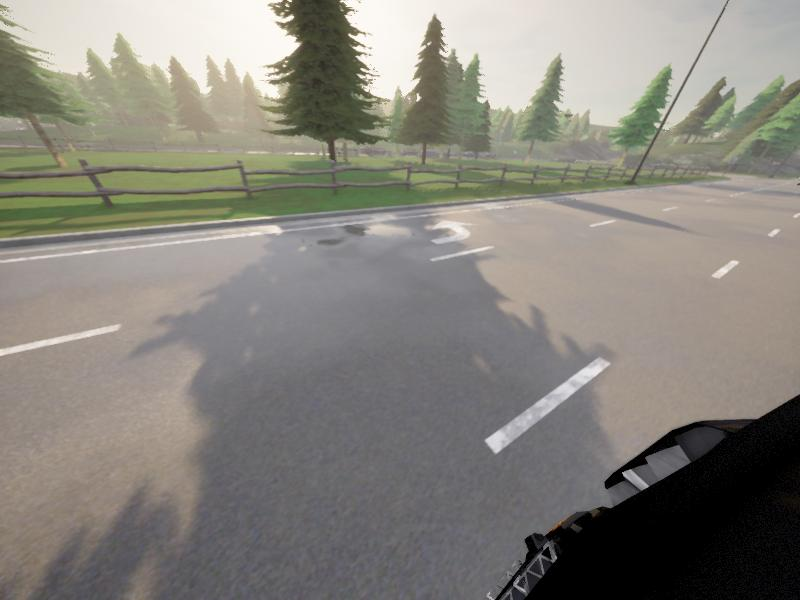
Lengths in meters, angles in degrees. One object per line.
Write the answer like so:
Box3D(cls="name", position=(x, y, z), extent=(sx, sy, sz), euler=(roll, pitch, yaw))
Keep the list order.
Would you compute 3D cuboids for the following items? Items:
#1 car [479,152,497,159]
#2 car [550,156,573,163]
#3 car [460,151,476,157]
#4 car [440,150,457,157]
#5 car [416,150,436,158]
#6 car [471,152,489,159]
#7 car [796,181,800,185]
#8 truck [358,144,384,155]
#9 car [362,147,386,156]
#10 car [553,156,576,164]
Box3D(cls="car", position=(25.729, -42.195, 67.568), extent=(4.856, 1.649, 2.033), euler=(-16, 38, -26))
Box3D(cls="car", position=(48.044, -41.849, 68.768), extent=(5.366, 1.575, 1.801), euler=(23, 38, 27))
Box3D(cls="car", position=(22.394, -47.916, 76.000), extent=(5.008, 1.535, 1.882), euler=(-16, 38, -26))
Box3D(cls="car", position=(15.144, -45.876, 72.365), extent=(4.974, 1.542, 2.038), euler=(-16, 38, -26))
Box3D(cls="car", position=(6.452, -36.630, 57.995), extent=(4.514, 1.525, 2.007), euler=(-16, 38, -26))
Box3D(cls="car", position=(24.434, -44.042, 70.293), extent=(4.974, 1.542, 2.038), euler=(-16, 38, -26))
Box3D(cls="car", position=(54.880, -16.000, 30.460), extent=(3.988, 1.617, 1.851), euler=(-16, 38, -26))
Box3D(cls="truck", position=(-7.581, -39.618, 60.867), extent=(6.274, 2.098, 2.390), euler=(-16, 38, -26))
Box3D(cls="car", position=(-6.081, -35.379, 55.038), extent=(5.238, 1.638, 1.930), euler=(-16, 38, -26))
Box3D(cls="car", position=(47.128, -40.018, 66.141), extent=(5.027, 1.651, 2.152), euler=(24, 39, 29))
